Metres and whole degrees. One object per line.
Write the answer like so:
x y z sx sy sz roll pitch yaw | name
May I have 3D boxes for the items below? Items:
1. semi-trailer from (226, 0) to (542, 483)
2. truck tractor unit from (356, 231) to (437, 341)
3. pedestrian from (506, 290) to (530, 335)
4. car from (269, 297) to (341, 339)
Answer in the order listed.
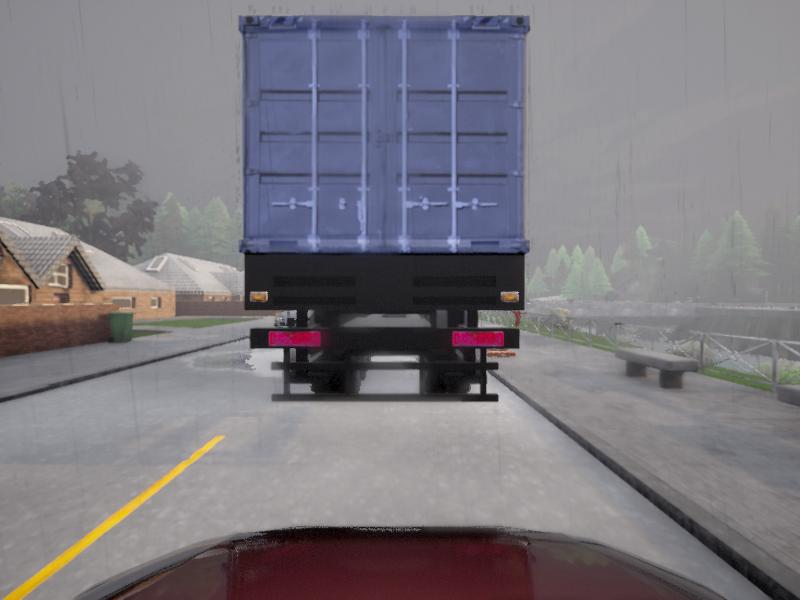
-0.137 -0.637 10.567 2.717 4.402 14.254 0 0 0 | semi-trailer
-0.154 -0.555 18.482 3.053 4.208 6.516 0 0 0 | truck tractor unit
4.999 0.503 17.020 0.751 1.860 0.751 0 0 -8 | pedestrian
-4.133 0.724 18.344 2.242 1.667 4.611 0 0 0 | car
